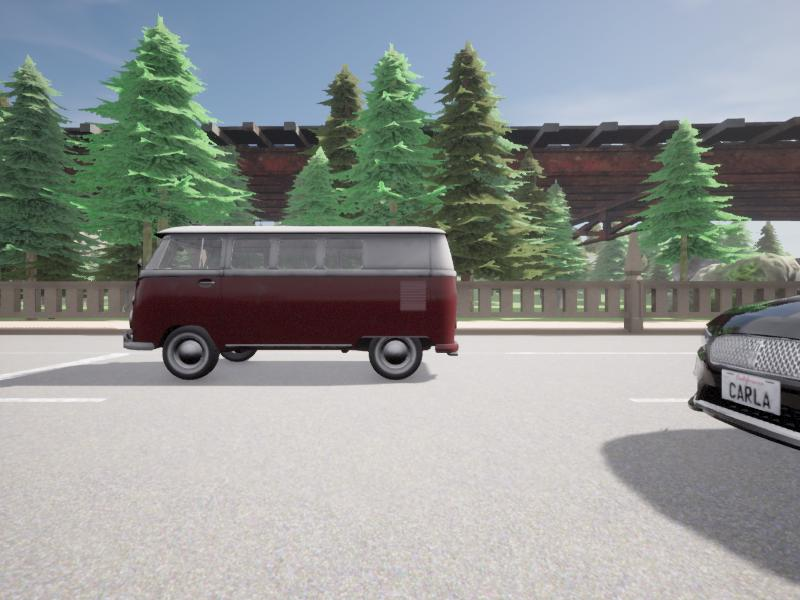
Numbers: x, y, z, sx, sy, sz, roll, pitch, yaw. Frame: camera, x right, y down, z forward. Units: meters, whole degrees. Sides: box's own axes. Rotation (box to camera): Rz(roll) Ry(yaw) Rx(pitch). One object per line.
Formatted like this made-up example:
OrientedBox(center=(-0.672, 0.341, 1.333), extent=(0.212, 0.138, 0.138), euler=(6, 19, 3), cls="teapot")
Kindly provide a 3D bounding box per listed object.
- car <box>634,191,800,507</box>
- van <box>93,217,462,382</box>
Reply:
OrientedBox(center=(4.363, 0.237, 2.200), extent=(4.902, 1.511, 2.128), euler=(0, 0, 0), cls="car")
OrientedBox(center=(-1.470, -0.002, 5.700), extent=(4.442, 1.987, 1.775), euler=(0, 0, 0), cls="van")
